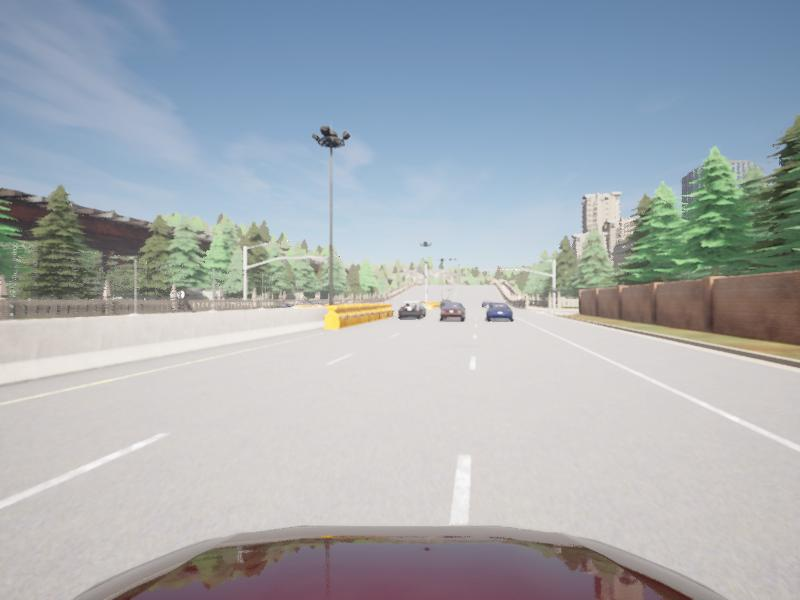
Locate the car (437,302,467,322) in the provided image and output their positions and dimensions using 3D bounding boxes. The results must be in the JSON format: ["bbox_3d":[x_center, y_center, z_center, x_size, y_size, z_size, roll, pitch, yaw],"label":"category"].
[{"bbox_3d":[4.173,0.881,31.387,2.033,1.411,5.357,0,0,11],"label":"car"}]

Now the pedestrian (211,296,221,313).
[{"bbox_3d":[-19.878,0.467,43.190,0.751,1.860,0.751,0,0,-6],"label":"pedestrian"}]

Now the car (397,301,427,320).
[{"bbox_3d":[1.094,0.839,33.893,1.970,1.475,3.806,0,0,11],"label":"car"}]

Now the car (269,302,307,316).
[{"bbox_3d":[-11.613,0.926,41.909,1.895,1.301,4.718,0,0,11],"label":"car"}]

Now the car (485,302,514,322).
[{"bbox_3d":[7.730,0.894,31.360,1.994,1.385,4.181,0,0,11],"label":"car"}]

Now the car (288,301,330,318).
[{"bbox_3d":[-8.691,0.819,38.591,2.128,1.511,4.902,0,0,11],"label":"car"}]
